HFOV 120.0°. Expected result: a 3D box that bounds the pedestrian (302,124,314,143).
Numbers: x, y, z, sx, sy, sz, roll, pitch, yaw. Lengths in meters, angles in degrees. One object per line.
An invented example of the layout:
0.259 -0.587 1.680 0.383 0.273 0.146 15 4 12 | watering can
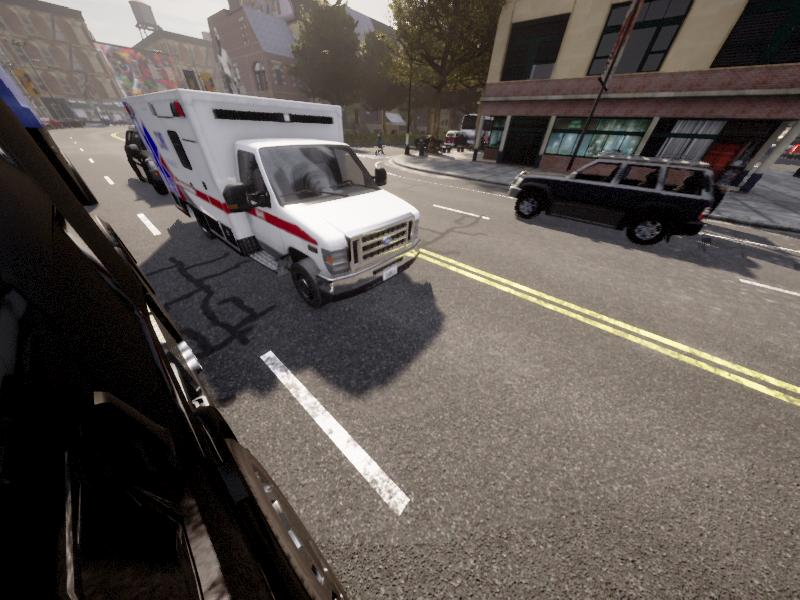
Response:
-11.442 -20.663 28.680 0.751 1.860 0.751 11 38 11 | pedestrian

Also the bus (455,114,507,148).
14.154 -29.386 40.242 3.944 4.253 10.273 28 44 30 | bus

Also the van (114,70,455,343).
-2.542 -2.253 4.466 6.366 2.431 2.351 28 44 30 | van

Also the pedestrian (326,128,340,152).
-6.339 -15.271 22.051 0.751 1.860 0.751 27 43 29 | pedestrian

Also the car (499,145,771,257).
5.694 -3.104 6.580 4.605 1.855 1.932 28 44 30 | car

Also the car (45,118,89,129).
-54.164 -28.882 37.729 1.895 1.301 4.718 -11 39 -17 | car

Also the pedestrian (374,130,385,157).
-1.768 -13.647 20.169 0.751 1.860 0.751 15 39 16 | pedestrian

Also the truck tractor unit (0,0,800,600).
-2.645 -0.295 0.351 6.516 4.208 3.053 28 44 30 | truck tractor unit

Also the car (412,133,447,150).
3.979 -21.240 30.899 1.930 1.638 5.238 28 44 30 | car

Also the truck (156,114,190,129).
-51.971 -41.037 53.133 2.627 2.467 5.204 0 37 -4 | truck

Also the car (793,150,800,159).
83.768 -29.818 47.474 1.845 1.501 3.633 28 44 30 | car

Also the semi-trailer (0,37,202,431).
-8.746 -3.574 4.178 14.254 4.402 2.717 28 43 29 | semi-trailer

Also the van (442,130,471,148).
8.643 -24.615 35.369 2.069 2.038 4.480 28 44 30 | van

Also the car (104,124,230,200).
-8.744 -5.355 8.679 4.605 1.855 1.932 28 44 30 | car

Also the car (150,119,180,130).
-47.237 -35.455 46.668 1.930 1.638 5.238 -7 38 -12 | car
